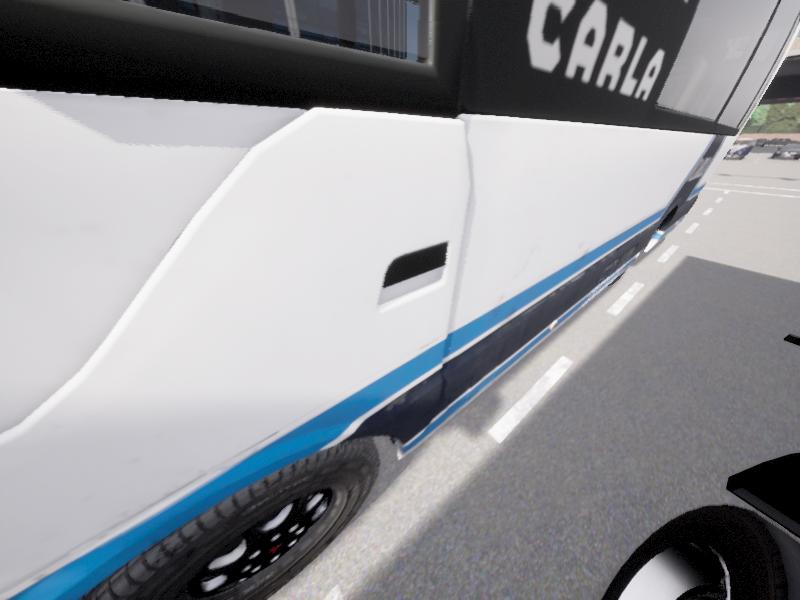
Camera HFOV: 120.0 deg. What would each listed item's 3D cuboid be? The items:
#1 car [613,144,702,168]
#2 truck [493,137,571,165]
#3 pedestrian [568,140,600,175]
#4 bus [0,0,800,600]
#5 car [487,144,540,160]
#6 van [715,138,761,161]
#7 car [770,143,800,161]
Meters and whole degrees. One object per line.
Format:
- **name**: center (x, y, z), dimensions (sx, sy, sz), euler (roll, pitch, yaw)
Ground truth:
- **car**: center (23.502, -13.482, 21.425), dimensions (2.038, 1.542, 4.974), euler (-12, 37, -15)
- **truck**: center (13.211, -15.463, 23.789), dimensions (2.390, 2.098, 6.274), euler (-23, 41, -29)
- **pedestrian**: center (11.706, -9.076, 14.749), dimensions (0.751, 1.860, 0.751), euler (-18, 39, -23)
- **bus**: center (1.351, -1.863, 2.856), dimensions (10.273, 4.253, 3.944), euler (-23, 41, -29)
- **car**: center (13.712, -18.171, 28.235), dimensions (2.033, 1.411, 5.357), euler (-23, 41, -29)
- **van**: center (37.777, -16.913, 25.831), dimensions (4.442, 1.987, 1.775), euler (-22, 40, -27)
- **car**: center (43.300, -16.505, 25.677), dimensions (4.674, 1.442, 1.812), euler (-24, 41, -29)
